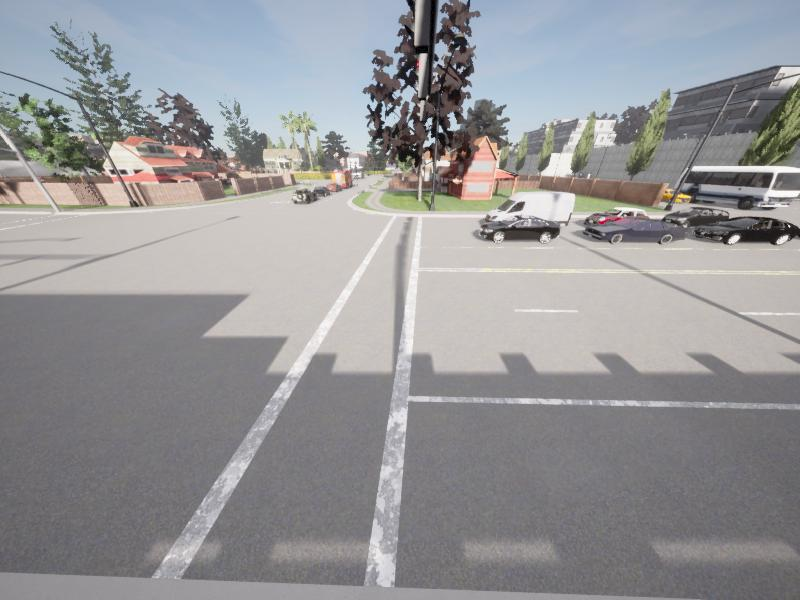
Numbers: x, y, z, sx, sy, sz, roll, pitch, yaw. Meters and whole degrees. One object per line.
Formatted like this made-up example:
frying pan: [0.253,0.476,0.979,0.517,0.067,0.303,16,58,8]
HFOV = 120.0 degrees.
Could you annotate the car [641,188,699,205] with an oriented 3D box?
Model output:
car: [36.335,-14.123,31.330,1.882,1.535,5.008,0,30,1]

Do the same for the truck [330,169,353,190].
truck: [-12.763,-27.017,51.377,2.891,3.827,8.468,0,30,0]

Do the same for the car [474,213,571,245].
car: [7.624,-4.622,14.901,4.902,1.511,2.128,1,30,1]

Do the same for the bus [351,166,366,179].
bus: [-16.262,-50.128,90.969,3.944,4.253,10.273,0,30,0]

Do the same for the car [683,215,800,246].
car: [21.824,-4.447,14.615,4.892,1.490,1.837,1,30,1]

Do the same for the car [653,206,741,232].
car: [22.480,-6.238,17.652,3.705,1.549,1.789,0,30,1]

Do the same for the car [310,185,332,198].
car: [-12.736,-17.738,37.634,1.837,1.490,4.892,0,30,0]

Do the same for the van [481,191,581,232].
van: [9.682,-6.788,17.625,5.915,2.561,1.988,1,30,1]

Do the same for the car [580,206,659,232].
car: [16.668,-6.258,17.768,3.806,1.475,1.970,1,30,1]

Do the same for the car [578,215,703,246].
car: [15.016,-4.475,14.763,5.357,1.411,2.033,1,30,1]

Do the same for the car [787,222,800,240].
car: [28.688,-4.445,14.579,4.514,1.525,2.007,-1,30,-1]

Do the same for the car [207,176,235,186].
car: [-41.730,-27.833,53.957,4.605,1.855,1.932,0,30,0]

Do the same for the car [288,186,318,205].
car: [-12.702,-13.952,30.696,1.932,1.855,4.605,0,30,0]

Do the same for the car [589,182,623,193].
car: [40.072,-22.017,45.097,2.128,1.511,4.902,0,30,1]

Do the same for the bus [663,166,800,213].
bus: [39.906,-13.644,27.788,3.944,4.253,10.273,0,30,1]

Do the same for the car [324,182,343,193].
car: [-12.742,-21.678,44.331,2.152,1.651,5.027,0,30,0]
